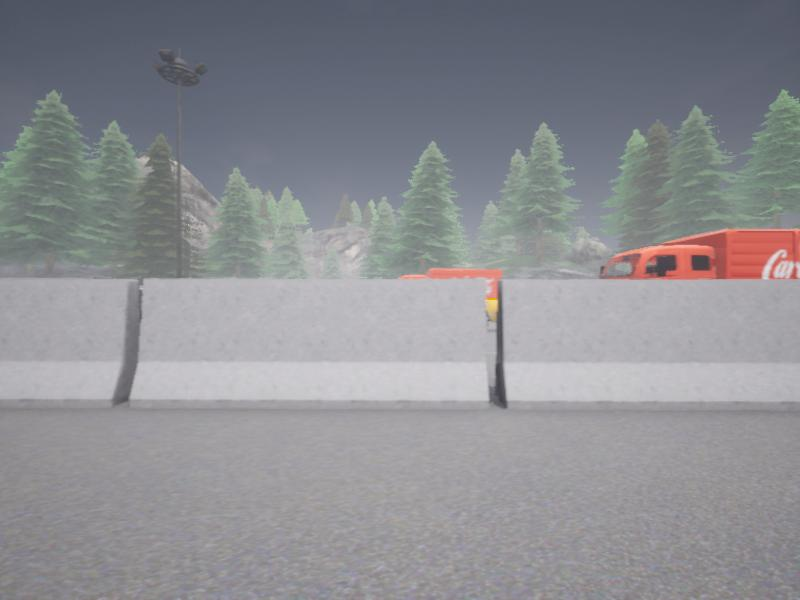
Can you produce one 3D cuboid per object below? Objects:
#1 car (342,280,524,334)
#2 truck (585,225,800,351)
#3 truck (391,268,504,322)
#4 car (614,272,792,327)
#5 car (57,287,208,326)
[{"bbox_3d":[0.983,0.201,12.699,5.366,1.575,1.801,0,0,0],"label":"car"},{"bbox_3d":[7.453,-0.239,9.192,5.204,2.467,2.627,0,0,0],"label":"truck"},{"bbox_3d":[2.201,-0.242,19.702,5.204,2.467,2.627,0,0,0],"label":"truck"},{"bbox_3d":[12.032,-0.023,16.187,5.566,2.045,2.150,0,0,0],"label":"car"},{"bbox_3d":[-10.644,0.237,16.197,4.892,1.490,1.837,0,0,0],"label":"car"}]
